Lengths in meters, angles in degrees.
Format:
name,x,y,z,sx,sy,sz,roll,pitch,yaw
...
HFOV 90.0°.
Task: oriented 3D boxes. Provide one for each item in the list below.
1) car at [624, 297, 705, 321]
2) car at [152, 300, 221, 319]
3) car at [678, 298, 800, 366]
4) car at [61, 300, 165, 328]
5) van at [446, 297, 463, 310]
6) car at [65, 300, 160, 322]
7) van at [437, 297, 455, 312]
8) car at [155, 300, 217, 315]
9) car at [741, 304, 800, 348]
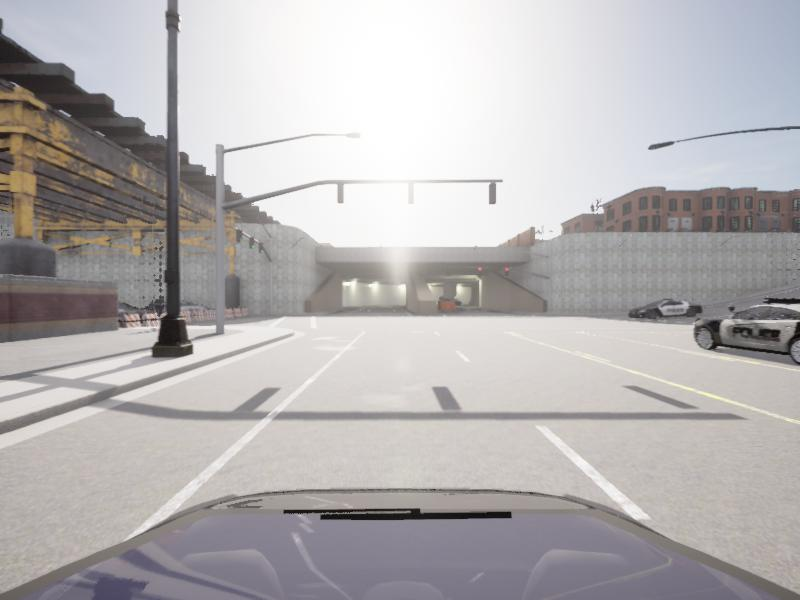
name,x,y,z,sx,sy,sz,roll,pitch,yaw
car,20.938,0.700,31.813,4.974,1.542,2.038,-4,0,1
car,-18.473,0.781,34.827,2.038,1.542,4.974,0,0,29
car,10.508,0.766,11.071,1.930,1.638,5.238,0,0,0
car,-17.671,0.785,24.852,2.038,1.542,4.974,0,0,44
van,9.278,0.546,68.306,2.069,2.038,4.480,0,1,-1
car,-17.707,0.628,24.815,1.853,1.218,4.536,0,0,44
van,6.148,0.578,53.676,1.775,1.987,4.442,0,0,-1
car,-18.498,0.624,34.781,1.853,1.218,4.536,0,0,29
car,14.115,0.864,13.100,1.812,1.442,4.674,0,0,-1
